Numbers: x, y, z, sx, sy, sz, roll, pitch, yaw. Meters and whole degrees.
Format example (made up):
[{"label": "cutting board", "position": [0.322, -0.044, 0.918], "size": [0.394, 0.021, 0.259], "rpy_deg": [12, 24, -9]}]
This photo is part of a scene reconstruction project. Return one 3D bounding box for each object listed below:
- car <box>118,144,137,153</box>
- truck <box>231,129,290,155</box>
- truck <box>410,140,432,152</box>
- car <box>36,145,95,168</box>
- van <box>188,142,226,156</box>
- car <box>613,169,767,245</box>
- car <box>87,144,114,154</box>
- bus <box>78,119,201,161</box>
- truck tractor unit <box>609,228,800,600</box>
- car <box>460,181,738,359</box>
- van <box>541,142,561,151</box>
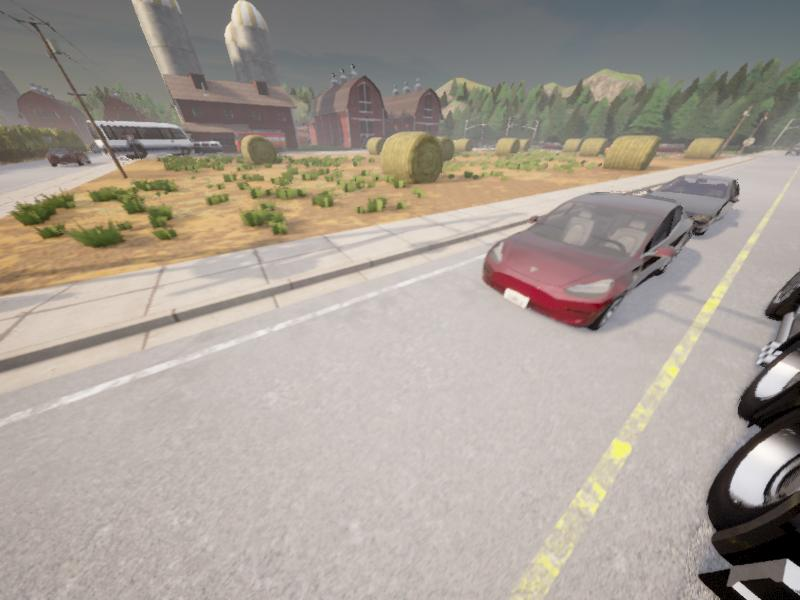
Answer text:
[{"label": "car", "position": [-56.727, -31.585, 48.168], "size": [1.837, 1.490, 4.892], "rpy_deg": [-26, 42, -33]}, {"label": "truck", "position": [-26.012, -29.690, 43.516], "size": [8.468, 3.827, 2.891], "rpy_deg": [-24, 41, -30]}, {"label": "truck", "position": [5.394, -40.369, 60.355], "size": [5.204, 2.467, 2.627], "rpy_deg": [-24, 41, -30]}, {"label": "car", "position": [-34.904, -15.184, 24.295], "size": [2.097, 1.767, 4.553], "rpy_deg": [-23, 41, -30]}, {"label": "van", "position": [-32.926, -25.929, 39.598], "size": [4.480, 2.038, 2.069], "rpy_deg": [-23, 41, -30]}, {"label": "car", "position": [9.858, -3.408, 7.812], "size": [5.357, 1.411, 2.033], "rpy_deg": [-21, 40, -27]}, {"label": "car", "position": [-58.208, -29.436, 45.015], "size": [2.038, 1.542, 4.974], "rpy_deg": [-24, 41, -31]}, {"label": "bus", "position": [-36.145, -22.784, 33.094], "size": [3.944, 4.253, 10.273], "rpy_deg": [14, 37, 21]}, {"label": "truck tractor unit", "position": [5.048, -0.357, 0.870], "size": [6.516, 4.208, 3.053], "rpy_deg": [-21, 40, -27]}, {"label": "car", "position": [3.745, -1.119, 4.384], "size": [4.792, 1.488, 2.163], "rpy_deg": [-21, 40, -27]}, {"label": "van", "position": [45.454, -46.253, 69.591], "size": [1.775, 1.987, 4.442], "rpy_deg": [-23, 41, -30]}]
